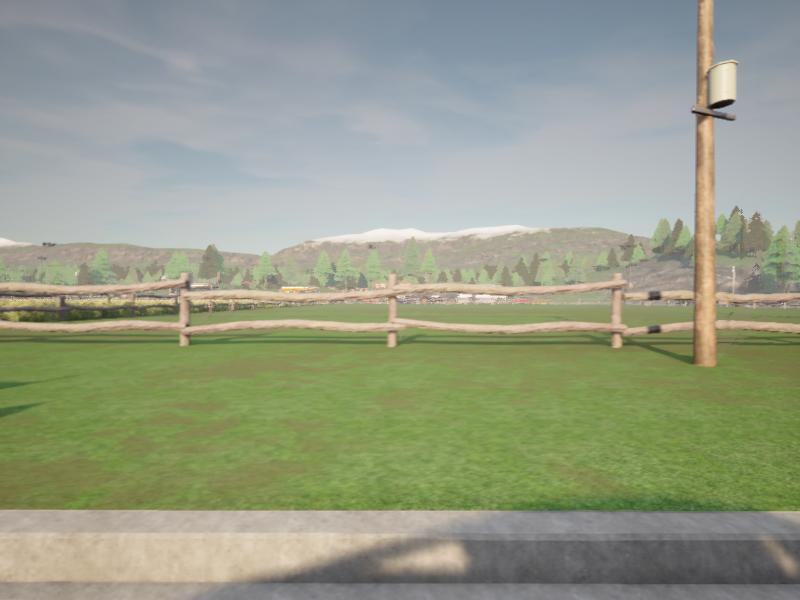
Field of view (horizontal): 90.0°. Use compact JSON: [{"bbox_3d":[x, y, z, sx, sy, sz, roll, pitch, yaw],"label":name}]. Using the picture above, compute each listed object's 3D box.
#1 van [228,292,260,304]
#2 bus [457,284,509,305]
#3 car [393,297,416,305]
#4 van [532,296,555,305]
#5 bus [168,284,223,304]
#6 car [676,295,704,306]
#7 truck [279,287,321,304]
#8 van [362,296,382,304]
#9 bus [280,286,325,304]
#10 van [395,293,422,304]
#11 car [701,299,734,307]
[{"bbox_3d":[-33.026,-0.369,84.790,5.915,2.561,1.988,0,0,0],"label":"van"},{"bbox_3d":[17.606,-1.103,85.143,10.273,4.253,3.944,0,0,0],"label":"bus"},{"bbox_3d":[0.938,0.224,84.947,4.611,1.667,2.242,0,0,0],"label":"car"},{"bbox_3d":[31.794,0.061,88.586,4.442,1.987,1.775,0,0,0],"label":"van"},{"bbox_3d":[-45.038,-1.233,88.361,10.273,4.253,3.944,0,0,0],"label":"bus"},{"bbox_3d":[50.263,0.149,69.406,1.905,1.878,3.866,0,0,0],"label":"car"},{"bbox_3d":[-21.963,-0.972,88.339,8.468,3.827,2.891,0,0,0],"label":"truck"},{"bbox_3d":[-6.386,-0.017,91.914,4.442,1.987,1.775,0,0,0],"label":"van"},{"bbox_3d":[-24.038,-1.190,98.956,10.273,4.253,3.944,0,0,0],"label":"bus"},{"bbox_3d":[1.928,-0.297,91.947,5.915,2.561,1.988,0,0,0],"label":"van"},{"bbox_3d":[53.777,0.454,67.812,1.895,1.301,4.718,0,0,0],"label":"car"}]
